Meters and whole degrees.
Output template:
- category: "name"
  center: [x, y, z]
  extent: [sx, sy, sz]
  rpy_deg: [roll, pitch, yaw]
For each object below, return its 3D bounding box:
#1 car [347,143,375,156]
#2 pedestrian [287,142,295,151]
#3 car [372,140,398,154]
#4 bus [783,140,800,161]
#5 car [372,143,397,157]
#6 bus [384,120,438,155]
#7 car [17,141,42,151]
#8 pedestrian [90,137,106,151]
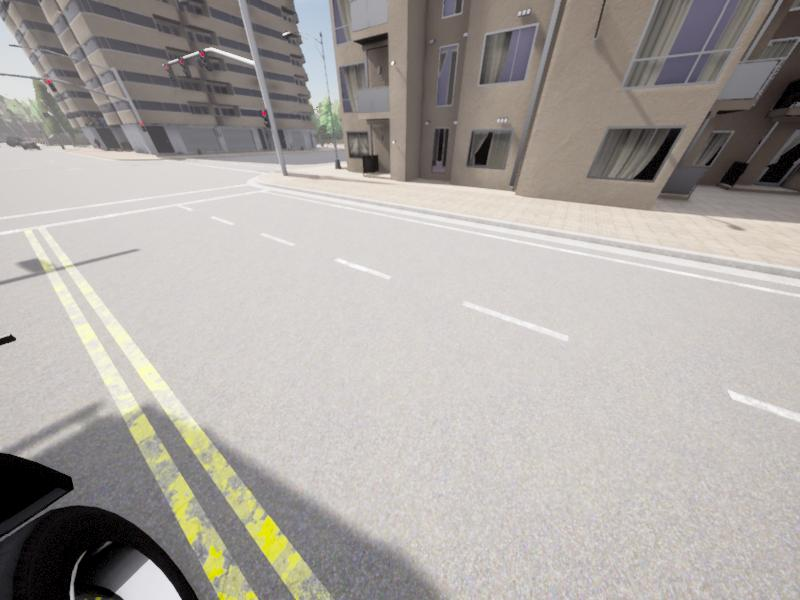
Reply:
- category: "car"
  center: [-5.709, -22.318, 34.269]
  extent: [1.970, 1.475, 3.806]
  rpy_deg: [21, 40, 26]
- category: "pedestrian"
  center: [-19.066, -26.872, 40.492]
  extent: [0.751, 1.300, 0.751]
  rpy_deg: [21, 40, 27]
- category: "car"
  center: [-2.427, -25.377, 38.285]
  extent: [1.932, 1.855, 4.605]
  rpy_deg: [21, 40, 26]
- category: "bus"
  center: [50.541, -16.350, 23.675]
  extent: [3.944, 4.253, 10.273]
  rpy_deg: [-6, 36, -10]
- category: "car"
  center: [-2.205, -21.725, 33.405]
  extent: [1.845, 1.501, 3.633]
  rpy_deg: [21, 40, 26]
- category: "bus"
  center: [2.068, -26.742, 38.192]
  extent: [3.944, 4.253, 10.273]
  rpy_deg: [21, 40, 26]
- category: "car"
  center: [-69.507, -28.979, 43.316]
  extent: [4.674, 1.442, 1.812]
  rpy_deg: [22, 41, 28]
- category: "pedestrian"
  center: [-50.609, -26.082, 38.665]
  extent: [0.751, 1.860, 0.751]
  rpy_deg: [22, 41, 28]
